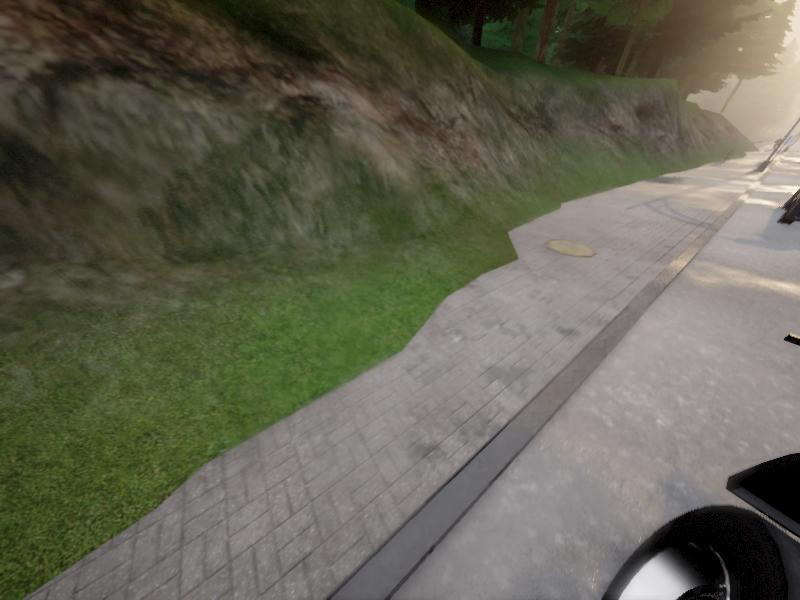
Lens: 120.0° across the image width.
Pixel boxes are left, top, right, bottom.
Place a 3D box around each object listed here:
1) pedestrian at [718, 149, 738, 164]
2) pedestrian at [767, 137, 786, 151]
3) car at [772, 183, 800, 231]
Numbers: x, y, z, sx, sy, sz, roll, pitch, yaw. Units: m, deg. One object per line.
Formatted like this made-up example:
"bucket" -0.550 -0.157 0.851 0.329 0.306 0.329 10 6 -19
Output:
"pedestrian" 29.478 -12.896 20.775 0.500 1.100 0.500 -16 38 -22
"pedestrian" 61.427 -25.485 37.705 0.751 1.860 0.751 -18 39 -23
"car" 13.654 -3.104 6.748 4.611 1.667 2.242 -22 41 -28
